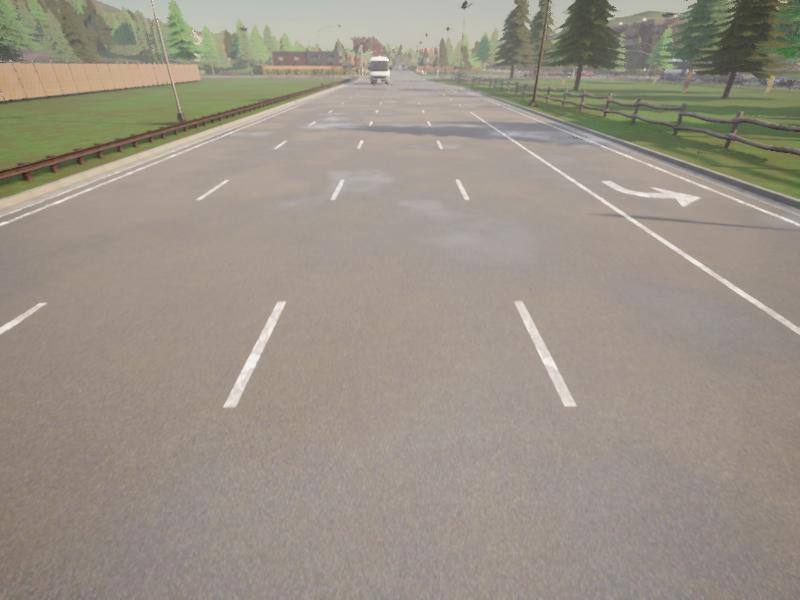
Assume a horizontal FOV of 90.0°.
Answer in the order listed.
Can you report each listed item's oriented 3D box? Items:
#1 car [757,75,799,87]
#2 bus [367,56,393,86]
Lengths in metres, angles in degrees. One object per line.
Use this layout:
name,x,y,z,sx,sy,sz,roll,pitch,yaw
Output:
car,61.145,-35.453,64.813,2.038,1.542,4.974,0,30,0
bus,-3.373,-40.627,70.978,3.944,4.253,10.273,0,30,0
